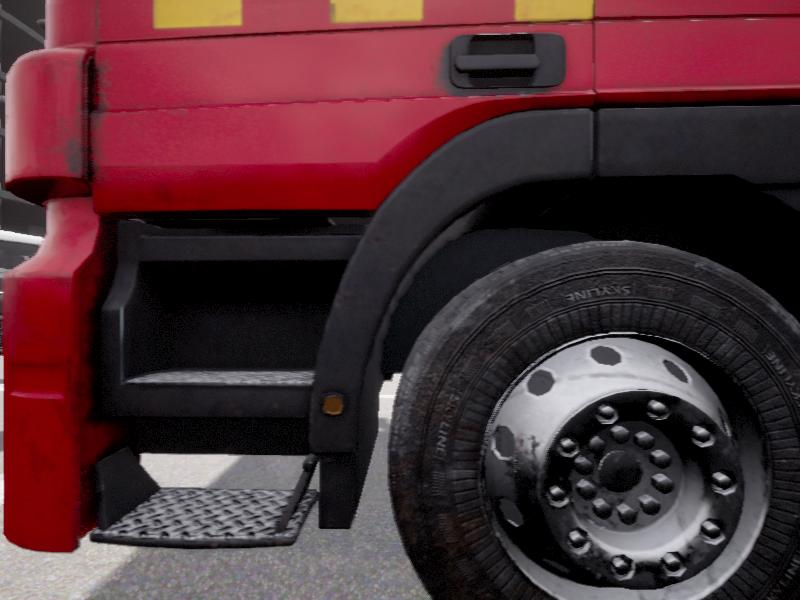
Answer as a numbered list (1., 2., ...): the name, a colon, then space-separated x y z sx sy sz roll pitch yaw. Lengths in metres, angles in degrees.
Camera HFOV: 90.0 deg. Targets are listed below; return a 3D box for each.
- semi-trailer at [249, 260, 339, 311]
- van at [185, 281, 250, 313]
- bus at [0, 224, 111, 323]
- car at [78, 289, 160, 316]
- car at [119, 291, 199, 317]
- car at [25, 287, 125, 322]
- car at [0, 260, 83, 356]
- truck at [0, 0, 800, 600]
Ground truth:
1. semi-trailer: -10.195 -1.219 41.301 2.717 4.402 14.254 0 0 13
2. van: -15.114 -0.224 33.625 2.351 2.431 6.366 0 0 2
3. bus: -19.131 -1.138 18.371 3.944 4.253 10.273 0 0 2
4. car: -18.883 0.153 27.233 2.242 1.667 4.611 0 0 2
5. car: -15.428 0.234 26.028 2.128 1.511 4.902 0 0 2
6. car: -15.697 0.212 19.607 1.789 1.549 3.705 0 0 2
7. car: -8.591 0.154 8.051 2.242 1.667 4.611 -1 0 -22
8. truck: 3.153 -0.921 2.240 8.468 3.827 2.891 0 0 2
